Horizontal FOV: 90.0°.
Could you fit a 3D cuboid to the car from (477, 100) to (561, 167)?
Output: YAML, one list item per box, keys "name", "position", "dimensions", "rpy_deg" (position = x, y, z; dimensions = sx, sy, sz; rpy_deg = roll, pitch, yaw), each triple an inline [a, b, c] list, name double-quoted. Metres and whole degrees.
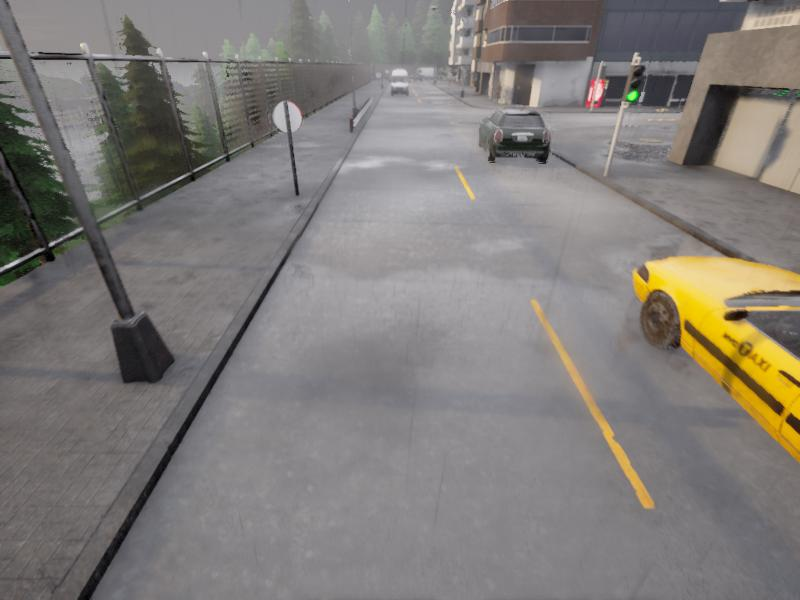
- name: "car"
  position: [4.306, -6.545, 15.385]
  dimensions: [2.097, 1.767, 4.553]
  rpy_deg: [2, 30, 4]

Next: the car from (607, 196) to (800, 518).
- name: "car"
  position: [3.998, 0.677, 3.265]
  dimensions: [1.801, 1.575, 5.366]
  rpy_deg: [0, 30, 0]

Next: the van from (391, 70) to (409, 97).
- name: "van"
  position: [-0.018, -25.478, 46.970]
  dimensions: [1.988, 2.561, 5.915]
  rpy_deg: [0, 30, 0]

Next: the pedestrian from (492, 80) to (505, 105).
- name: "pedestrian"
  position: [8.268, -17.450, 33.667]
  dimensions: [0.751, 1.860, 0.751]
  rpy_deg: [-1, 30, -1]
